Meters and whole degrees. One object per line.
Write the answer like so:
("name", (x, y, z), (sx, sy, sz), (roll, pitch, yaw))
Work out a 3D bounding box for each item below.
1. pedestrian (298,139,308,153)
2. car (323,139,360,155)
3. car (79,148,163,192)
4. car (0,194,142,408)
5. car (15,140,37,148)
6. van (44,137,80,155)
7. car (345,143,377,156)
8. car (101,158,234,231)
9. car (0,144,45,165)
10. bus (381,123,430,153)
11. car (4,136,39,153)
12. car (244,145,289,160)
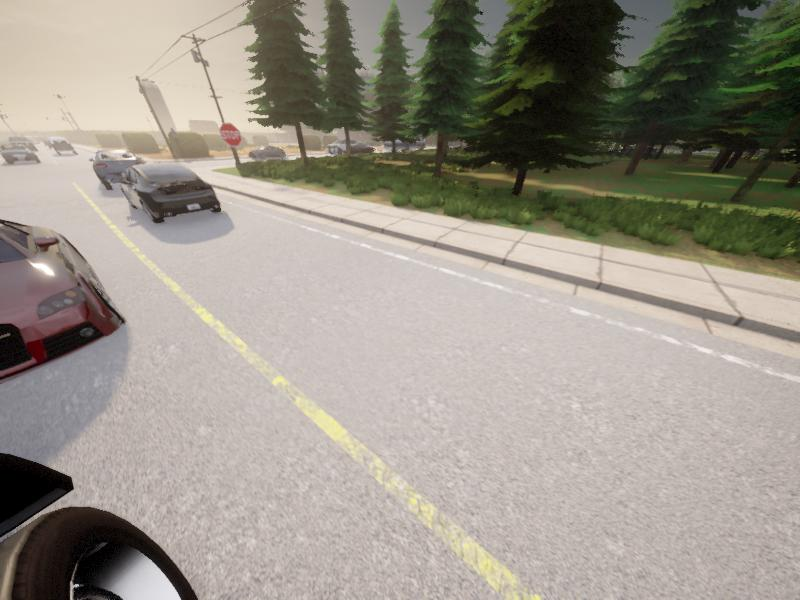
("pedestrian", (-15.638, -24.897, 37.243), (0.751, 1.860, 0.751), (20, 40, 26))
("car", (-9.132, -24.401, 36.754), (2.150, 2.045, 5.566), (22, 41, 28))
("car", (-15.479, -7.415, 12.880), (5.027, 1.651, 2.152), (29, 44, 34))
("car", (-5.672, -0.224, 3.001), (4.181, 1.385, 1.994), (23, 41, 29))
("car", (-79.481, -33.184, 49.088), (3.806, 1.475, 1.970), (24, 42, 30))
("van", (-48.542, -22.157, 33.148), (4.480, 2.038, 2.069), (24, 42, 30))
("car", (-5.904, -23.301, 35.715), (2.163, 1.488, 4.792), (22, 41, 28))
("car", (-8.163, -3.885, 8.045), (4.892, 1.490, 1.837), (24, 41, 30))
("car", (-36.827, -14.148, 22.342), (4.902, 1.511, 2.128), (24, 41, 30))
("bus", (1.201, -30.408, 43.466), (3.944, 4.253, 10.273), (22, 40, 28))
("car", (-61.316, -25.325, 37.532), (5.566, 2.045, 2.150), (24, 42, 30))
("car", (-16.351, -18.184, 28.448), (1.994, 1.385, 4.181), (21, 40, 27))
